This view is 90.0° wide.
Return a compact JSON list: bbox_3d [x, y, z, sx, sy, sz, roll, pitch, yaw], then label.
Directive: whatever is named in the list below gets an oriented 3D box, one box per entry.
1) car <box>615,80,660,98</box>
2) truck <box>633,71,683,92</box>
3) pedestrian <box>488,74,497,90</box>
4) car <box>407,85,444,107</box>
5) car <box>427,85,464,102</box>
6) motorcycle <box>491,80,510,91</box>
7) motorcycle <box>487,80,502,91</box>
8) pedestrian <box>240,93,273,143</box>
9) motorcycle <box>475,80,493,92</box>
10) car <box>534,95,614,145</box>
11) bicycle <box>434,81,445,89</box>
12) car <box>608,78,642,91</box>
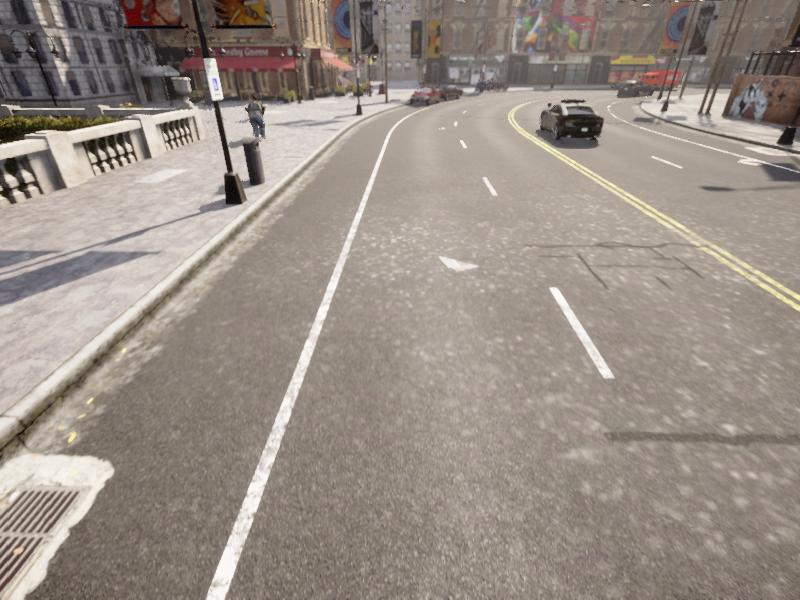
[{"bbox_3d":[27.418,-24.435,46.244,4.611,1.667,2.242,-18,35,-28],"label":"car"},{"bbox_3d":[36.175,-30.767,56.144,5.204,2.467,2.627,-9,32,-15],"label":"truck"},{"bbox_3d":[12.722,-30.007,55.117,0.751,1.860,0.751,-17,34,-27],"label":"pedestrian"},{"bbox_3d":[2.387,-18.599,36.364,2.002,1.452,4.674,11,32,18],"label":"car"},{"bbox_3d":[4.718,-21.178,40.920,1.895,1.301,4.718,17,34,27],"label":"car"},{"bbox_3d":[13.514,-28.990,54.031,2.356,1.277,0.764,6,31,10],"label":"motorcycle"},{"bbox_3d":[12.556,-28.493,53.239,1.805,1.236,0.856,6,31,10],"label":"motorcycle"},{"bbox_3d":[-6.135,-7.838,17.216,0.751,1.860,0.751,6,31,10],"label":"pedestrian"},{"bbox_3d":[11.003,-28.100,52.509,2.209,1.251,0.867,6,31,10],"label":"motorcycle"},{"bbox_3d":[8.339,-9.014,19.785,1.930,1.638,5.238,2,31,3],"label":"car"},{"bbox_3d":[5.707,-31.060,57.827,1.643,1.024,0.373,1,20,1],"label":"bicycle"},{"bbox_3d":[32.998,-31.676,58.773,3.806,1.475,1.970,-9,32,-15],"label":"car"}]
